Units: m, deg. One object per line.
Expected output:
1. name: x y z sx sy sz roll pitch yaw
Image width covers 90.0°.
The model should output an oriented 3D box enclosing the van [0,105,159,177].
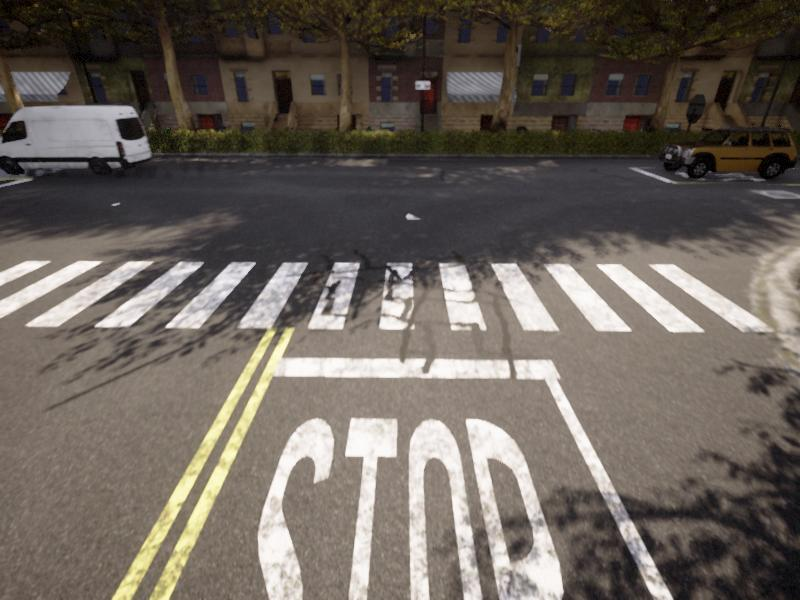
1. van: -13.782 -6.613 16.552 5.915 2.561 1.988 1 27 1

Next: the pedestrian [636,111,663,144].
1. pedestrian: 15.589 -10.769 25.020 0.751 1.860 0.751 1 27 2

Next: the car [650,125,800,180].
1. car: 13.210 -5.991 16.135 4.605 1.855 1.932 0 27 1
